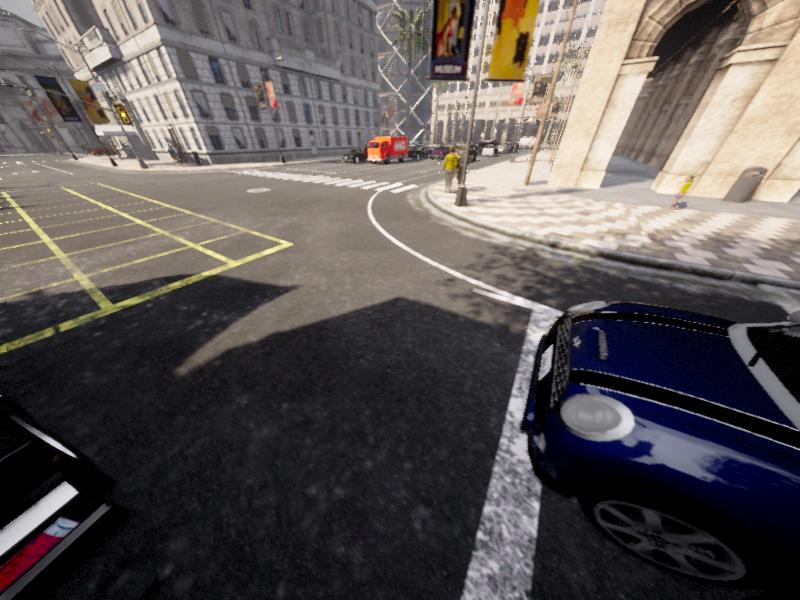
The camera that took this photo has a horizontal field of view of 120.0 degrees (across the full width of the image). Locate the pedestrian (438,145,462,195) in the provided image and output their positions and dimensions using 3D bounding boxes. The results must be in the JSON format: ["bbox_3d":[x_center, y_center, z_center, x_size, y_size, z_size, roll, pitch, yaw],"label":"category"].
[{"bbox_3d":[2.209,-5.739,10.251,0.751,1.860,0.751,10,36,14],"label":"pedestrian"}]

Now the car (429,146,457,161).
[{"bbox_3d":[5.538,-18.800,29.563,1.816,1.474,4.193,20,40,26],"label":"car"}]

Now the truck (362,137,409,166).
[{"bbox_3d":[-1.427,-16.643,25.676,2.627,2.467,5.204,19,40,26],"label":"truck"}]

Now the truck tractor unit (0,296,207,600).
[{"bbox_3d":[-5.237,-0.149,0.567,6.516,4.208,3.053,13,37,17],"label":"truck tractor unit"}]

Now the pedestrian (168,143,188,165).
[{"bbox_3d":[-23.268,-15.296,24.195,0.751,1.860,0.751,-29,44,-34],"label":"pedestrian"}]

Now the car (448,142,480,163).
[{"bbox_3d":[7.350,-16.875,26.416,1.932,1.855,4.605,19,37,25],"label":"car"}]

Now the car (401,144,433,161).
[{"bbox_3d":[2.359,-19.742,30.800,1.930,1.638,5.238,20,40,26],"label":"car"}]

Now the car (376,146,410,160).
[{"bbox_3d":[-0.829,-20.493,32.123,2.033,1.411,5.357,20,40,26],"label":"car"}]

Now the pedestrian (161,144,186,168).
[{"bbox_3d":[-21.048,-13.433,21.504,0.751,1.860,0.751,10,36,14],"label":"pedestrian"}]

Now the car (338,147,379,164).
[{"bbox_3d":[-4.746,-16.960,27.016,1.837,1.490,4.892,20,40,26],"label":"car"}]

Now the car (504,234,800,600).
[{"bbox_3d":[2.961,0.983,1.261,3.806,1.475,1.970,20,40,26],"label":"car"}]

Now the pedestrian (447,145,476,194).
[{"bbox_3d":[2.783,-5.929,10.517,0.751,1.860,0.751,26,43,32],"label":"pedestrian"}]

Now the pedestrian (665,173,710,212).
[{"bbox_3d":[9.684,-3.629,7.816,0.500,1.100,0.500,-29,44,-34],"label":"pedestrian"}]
